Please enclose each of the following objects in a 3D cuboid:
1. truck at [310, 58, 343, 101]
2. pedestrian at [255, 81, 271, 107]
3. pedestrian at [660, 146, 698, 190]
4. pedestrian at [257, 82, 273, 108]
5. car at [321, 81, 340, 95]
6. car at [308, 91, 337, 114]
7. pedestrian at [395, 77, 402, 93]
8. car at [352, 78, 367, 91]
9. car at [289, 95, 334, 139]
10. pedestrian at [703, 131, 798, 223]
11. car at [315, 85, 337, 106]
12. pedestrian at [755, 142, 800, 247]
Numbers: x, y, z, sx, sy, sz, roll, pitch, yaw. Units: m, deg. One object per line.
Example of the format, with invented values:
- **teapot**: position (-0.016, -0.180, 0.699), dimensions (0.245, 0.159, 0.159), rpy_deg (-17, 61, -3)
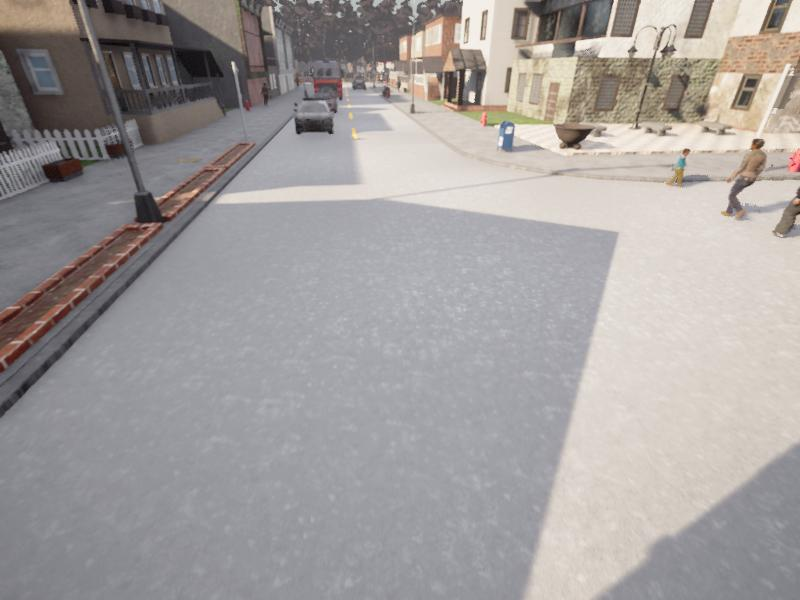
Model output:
- **truck**: position (-7.843, -24.185, 43.803), dimensions (2.891, 3.827, 8.468), rpy_deg (-3, 30, -6)
- **pedestrian**: position (-11.490, -17.312, 33.626), dimensions (0.751, 1.860, 0.751), rpy_deg (1, 30, 1)
- **pedestrian**: position (8.144, -3.859, 11.696), dimensions (0.500, 1.100, 0.500), rpy_deg (-25, 39, -36)
- **pedestrian**: position (-11.094, -16.949, 33.006), dimensions (0.751, 1.860, 0.751), rpy_deg (3, 30, 4)
- **car**: position (-8.925, -27.528, 51.875), dimensions (2.163, 1.488, 4.792), rpy_deg (-3, 30, -6)
- **car**: position (-5.983, -15.522, 31.363), dimensions (1.994, 1.385, 4.181), rpy_deg (-3, 30, -6)
- **pedestrian**: position (-0.164, -28.305, 52.695), dimensions (0.751, 1.860, 0.751), rpy_deg (-8, 31, -14)
- **car**: position (-6.300, -33.207, 61.635), dimensions (2.038, 1.542, 4.974), rpy_deg (-3, 30, -6)
- **car**: position (-4.612, -10.019, 21.639), dimensions (1.930, 1.638, 5.238), rpy_deg (-4, 30, -7)
- **pedestrian**: position (7.852, -2.773, 9.066), dimensions (0.751, 1.860, 0.751), rpy_deg (-4, 30, -8)
- **car**: position (-6.793, -18.944, 37.056), dimensions (1.789, 1.549, 3.705), rpy_deg (-3, 30, -6)
- **pedestrian**: position (8.038, -2.055, 7.834), dimensions (0.751, 1.860, 0.751), rpy_deg (-3, 30, -5)
